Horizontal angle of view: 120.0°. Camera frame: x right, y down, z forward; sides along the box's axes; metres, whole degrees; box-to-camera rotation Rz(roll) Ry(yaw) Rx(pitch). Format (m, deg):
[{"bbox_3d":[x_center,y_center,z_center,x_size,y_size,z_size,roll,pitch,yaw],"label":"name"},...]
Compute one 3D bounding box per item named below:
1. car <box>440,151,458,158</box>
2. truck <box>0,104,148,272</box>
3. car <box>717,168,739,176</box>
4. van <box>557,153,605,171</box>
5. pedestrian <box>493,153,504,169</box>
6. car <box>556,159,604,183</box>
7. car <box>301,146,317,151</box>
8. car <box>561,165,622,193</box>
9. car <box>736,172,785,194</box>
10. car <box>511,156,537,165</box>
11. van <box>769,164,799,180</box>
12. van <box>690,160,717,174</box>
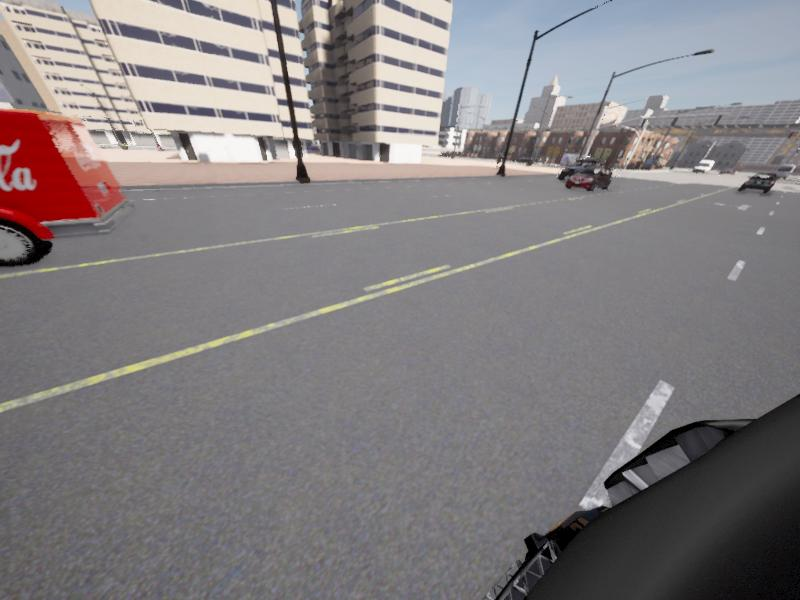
[{"bbox_3d":[14.281,-42.993,68.302,1.930,1.638,5.238,-19,39,-29],"label":"car"},{"bbox_3d":[-8.727,-1.898,3.904,5.204,2.467,2.627,-18,39,-29],"label":"truck"},{"bbox_3d":[72.683,-28.480,51.204,4.181,1.385,1.994,-18,39,-29],"label":"car"},{"bbox_3d":[34.151,-26.173,43.799,2.351,2.431,6.366,-19,39,-29],"label":"van"},{"bbox_3d":[13.864,-19.564,32.595,0.751,1.860,0.751,-8,35,-16],"label":"pedestrian"},{"bbox_3d":[17.755,-12.781,22.852,3.866,1.878,1.905,-18,39,-29],"label":"car"},{"bbox_3d":[-31.046,-51.725,78.791,4.514,1.525,2.007,-21,40,-29],"label":"car"},{"bbox_3d":[14.499,-9.248,17.539,3.988,1.617,1.851,-18,39,-29],"label":"car"},{"bbox_3d":[34.563,-11.282,22.150,3.988,1.617,1.851,-18,39,-29],"label":"car"},{"bbox_3d":[29.401,-33.362,55.083,2.128,1.511,4.902,-19,39,-29],"label":"car"},{"bbox_3d":[77.942,-26.069,46.918,5.915,2.561,1.988,-18,39,-29],"label":"van"},{"bbox_3d":[67.301,-29.507,51.275,5.915,2.561,1.988,-18,39,-29],"label":"van"}]
